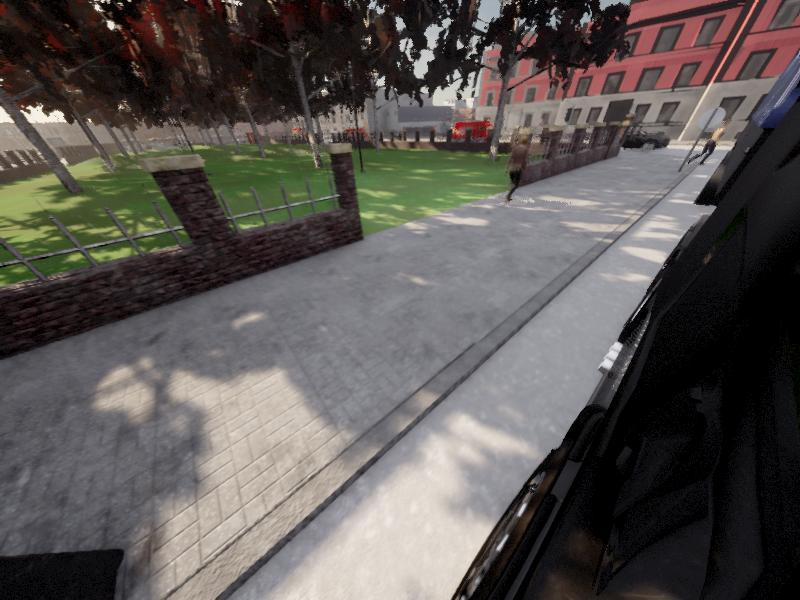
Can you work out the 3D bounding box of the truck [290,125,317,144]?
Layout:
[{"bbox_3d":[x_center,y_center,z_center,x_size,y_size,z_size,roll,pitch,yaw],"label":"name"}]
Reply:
[{"bbox_3d":[-25.699,-44.021,61.432,2.891,3.827,8.468,-28,43,-30],"label":"truck"}]

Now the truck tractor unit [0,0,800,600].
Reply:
[{"bbox_3d":[2.645,-0.295,0.352,6.516,4.208,3.053,-28,44,-30],"label":"truck tractor unit"}]

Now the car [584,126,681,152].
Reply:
[{"bbox_3d":[18.370,-12.963,18.583,1.882,1.535,5.008,-28,44,-30],"label":"car"}]

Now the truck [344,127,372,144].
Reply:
[{"bbox_3d":[-8.097,-31.557,44.404,2.627,2.467,5.204,-28,43,-30],"label":"truck"}]

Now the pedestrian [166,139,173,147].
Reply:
[{"bbox_3d":[-66.676,-45.353,66.858,0.751,1.860,0.751,-28,44,-30],"label":"pedestrian"}]

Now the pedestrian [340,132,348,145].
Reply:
[{"bbox_3d":[-9.652,-28.001,40.020,0.751,1.860,0.751,-28,43,-30],"label":"pedestrian"}]

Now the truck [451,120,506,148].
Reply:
[{"bbox_3d":[9.121,-19.699,27.411,2.627,2.467,5.204,-28,44,-30],"label":"truck"}]

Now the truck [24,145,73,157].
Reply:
[{"bbox_3d":[-88.046,-37.439,57.996,6.274,2.098,2.390,-14,38,-14],"label":"truck"}]

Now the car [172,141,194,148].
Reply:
[{"bbox_3d":[-69.916,-50.089,74.354,4.902,1.511,2.128,-28,43,-30],"label":"car"}]

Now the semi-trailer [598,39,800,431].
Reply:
[{"bbox_3d":[8.676,-3.614,4.258,14.254,4.402,2.717,-28,44,-30],"label":"semi-trailer"}]

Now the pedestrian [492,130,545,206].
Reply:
[{"bbox_3d":[3.497,-3.947,6.957,0.751,1.860,0.751,-28,43,-30],"label":"pedestrian"}]

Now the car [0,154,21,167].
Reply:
[{"bbox_3d":[-60.887,-21.275,35.172,1.812,1.442,4.674,-28,43,-30],"label":"car"}]

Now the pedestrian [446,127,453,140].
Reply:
[{"bbox_3d":[9.118,-30.859,42.746,0.751,1.860,0.751,-19,40,-20],"label":"pedestrian"}]

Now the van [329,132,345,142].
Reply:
[{"bbox_3d":[-15.585,-40.225,56.972,1.775,1.987,4.442,-28,43,-30],"label":"van"}]

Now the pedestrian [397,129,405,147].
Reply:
[{"bbox_3d":[0.144,-21.252,30.357,0.751,1.860,0.751,-27,43,-29],"label":"pedestrian"}]

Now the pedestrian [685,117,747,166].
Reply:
[{"bbox_3d":[15.117,-7.600,11.137,0.751,1.860,0.751,9,38,15],"label":"pedestrian"}]
